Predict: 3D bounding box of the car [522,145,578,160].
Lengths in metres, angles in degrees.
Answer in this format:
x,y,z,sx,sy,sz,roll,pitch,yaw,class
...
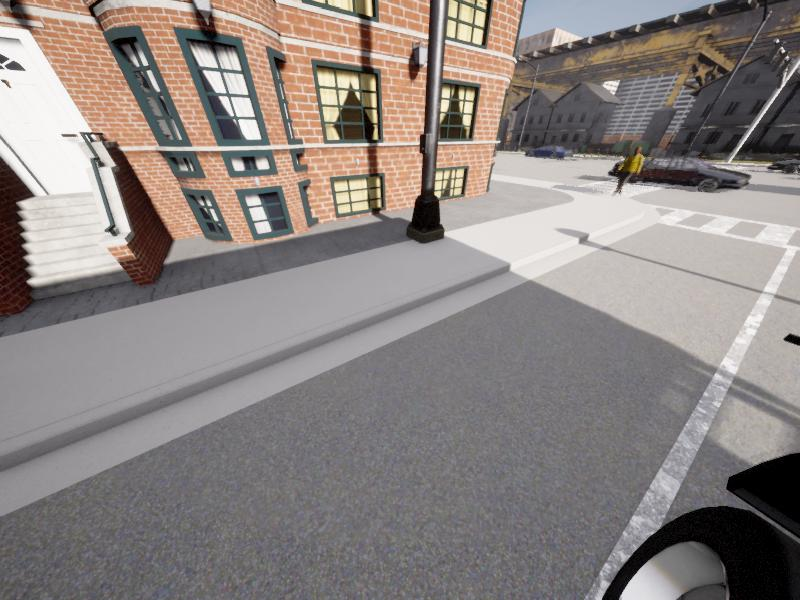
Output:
x,y,z,sx,sy,sz,roll,pitch,yaw,class
18.486,-18.425,28.733,2.033,1.411,5.357,-20,40,-26,car

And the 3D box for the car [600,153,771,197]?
x,y,z,sx,sy,sz,roll,pitch,yaw,class
14.539,-6.831,12.303,2.033,1.411,5.357,-20,40,-26,car

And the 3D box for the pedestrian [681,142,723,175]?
x,y,z,sx,sy,sz,roll,pitch,yaw,class
20.716,-9.698,15.882,0.751,1.860,0.751,-7,36,-10,pedestrian

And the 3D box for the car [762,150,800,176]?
x,y,z,sx,sy,sz,roll,pitch,yaw,class
28.861,-8.898,15.137,2.033,1.411,5.357,-20,40,-26,car

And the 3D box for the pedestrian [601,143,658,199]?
x,y,z,sx,sy,sz,roll,pitch,yaw,class
9.061,-5.116,9.196,0.751,1.860,0.751,-19,39,-25,pedestrian
